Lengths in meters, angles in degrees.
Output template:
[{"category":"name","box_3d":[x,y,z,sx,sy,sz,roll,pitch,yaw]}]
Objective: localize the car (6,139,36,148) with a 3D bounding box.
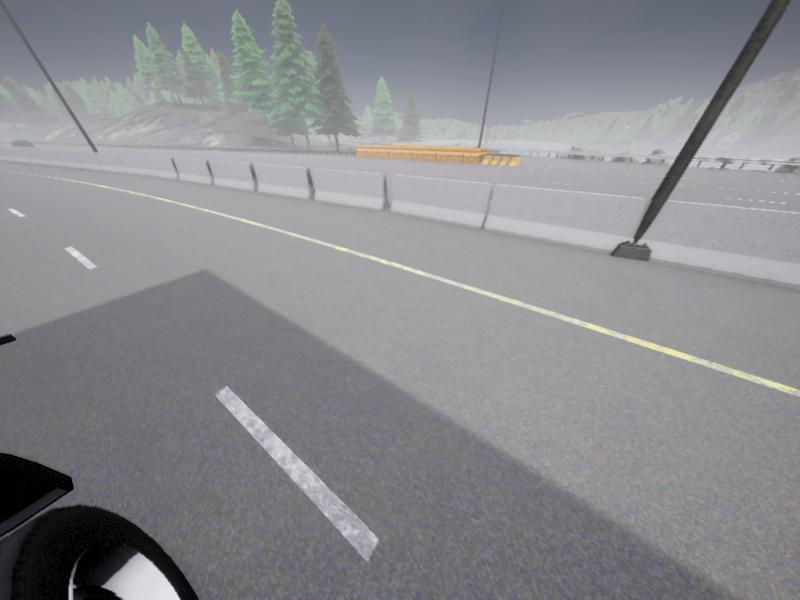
[{"category":"car","box_3d":[-80.903,-33.496,49.344,5.008,1.535,1.882,14,38,19]}]
